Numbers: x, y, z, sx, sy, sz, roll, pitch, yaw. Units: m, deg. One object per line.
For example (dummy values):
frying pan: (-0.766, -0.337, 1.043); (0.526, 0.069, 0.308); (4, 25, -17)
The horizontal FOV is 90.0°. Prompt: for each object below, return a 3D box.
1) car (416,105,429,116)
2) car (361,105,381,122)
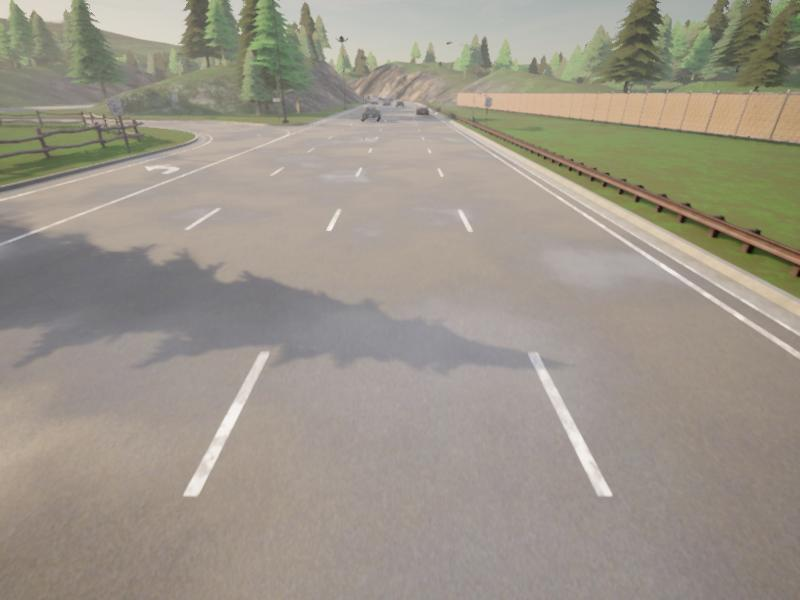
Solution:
car: (3.510, -29.666, 62.501); (1.812, 1.442, 4.674); (0, 27, 0)
car: (-3.493, -23.127, 49.528); (2.152, 1.651, 5.027); (0, 27, 0)
